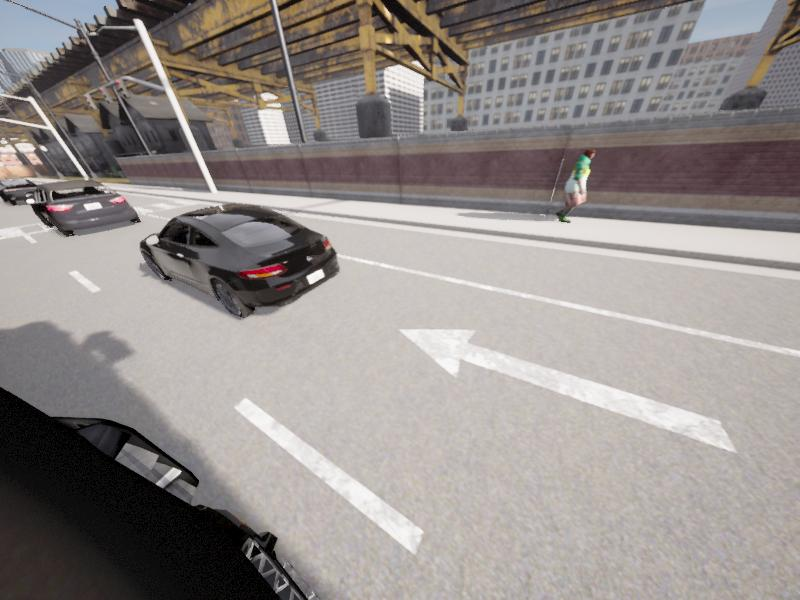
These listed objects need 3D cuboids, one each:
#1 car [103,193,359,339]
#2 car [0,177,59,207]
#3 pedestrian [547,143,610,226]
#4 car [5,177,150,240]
[{"bbox_3d":[-3.311,-1.066,4.537,4.674,1.442,1.812,16,38,26],"label":"car"},{"bbox_3d":[-27.632,-7.950,16.819,4.902,1.511,2.128,16,38,26],"label":"car"},{"bbox_3d":[4.656,-3.046,6.177,0.751,1.860,0.751,16,38,26],"label":"pedestrian"},{"bbox_3d":[-13.022,-3.897,9.382,4.611,1.667,2.242,16,38,26],"label":"car"}]
